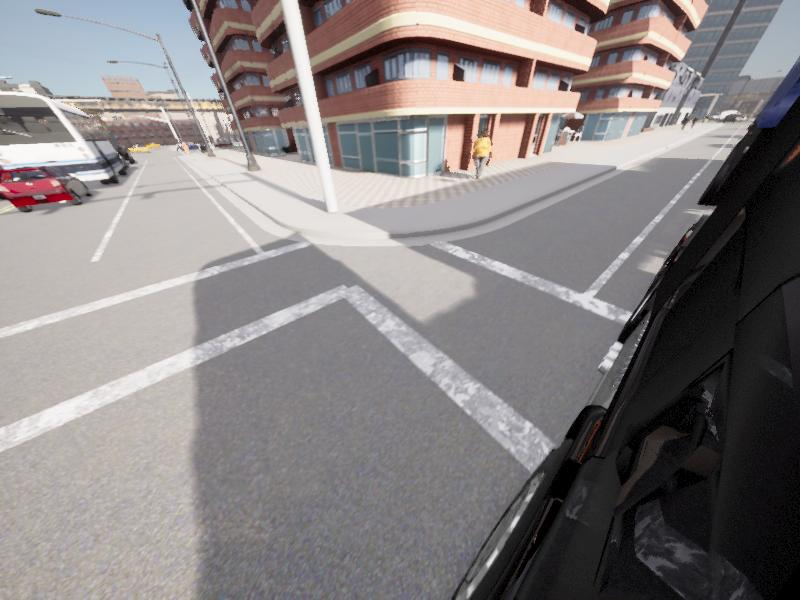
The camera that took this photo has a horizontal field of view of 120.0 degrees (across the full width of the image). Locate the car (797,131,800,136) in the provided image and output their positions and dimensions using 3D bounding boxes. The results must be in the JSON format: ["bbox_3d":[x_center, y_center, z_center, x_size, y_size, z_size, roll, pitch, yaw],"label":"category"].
[{"bbox_3d":[41.183,-17.118,22.354,3.866,1.878,1.905,-28,43,-30],"label":"car"}]

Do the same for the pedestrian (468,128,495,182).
[{"bbox_3d":[3.404,-6.104,9.762,0.751,1.860,0.751,7,38,12],"label":"pedestrian"}]

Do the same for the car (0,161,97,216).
[{"bbox_3d":[-15.654,-5.084,10.249,1.845,1.501,3.633,-29,44,-30],"label":"car"}]

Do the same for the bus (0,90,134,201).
[{"bbox_3d":[-21.252,-9.692,14.525,3.944,4.253,10.273,-29,44,-30],"label":"bus"}]

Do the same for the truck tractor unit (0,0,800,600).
[{"bbox_3d":[2.645,-0.295,0.351,6.516,4.208,3.053,-28,44,-30],"label":"truck tractor unit"}]

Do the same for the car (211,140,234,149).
[{"bbox_3d":[-41.730,-36.724,54.379,3.806,1.475,1.970,-28,44,-29],"label":"car"}]

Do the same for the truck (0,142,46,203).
[{"bbox_3d":[-22.137,-6.527,11.828,2.627,2.467,5.204,-29,44,-30],"label":"truck"}]

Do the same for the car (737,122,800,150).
[{"bbox_3d":[26.915,-12.038,16.913,4.181,1.385,1.994,-28,43,-30],"label":"car"}]

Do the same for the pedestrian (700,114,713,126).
[{"bbox_3d":[61.265,-36.065,46.195,0.751,1.860,0.751,-24,41,-26],"label":"pedestrian"}]

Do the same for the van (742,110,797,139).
[{"bbox_3d":[36.713,-17.540,23.080,4.480,2.038,2.069,-29,44,-30],"label":"van"}]

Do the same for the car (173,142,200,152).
[{"bbox_3d":[-44.998,-32.224,48.665,3.806,1.475,1.970,-28,44,-29],"label":"car"}]

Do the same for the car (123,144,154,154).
[{"bbox_3d":[-56.005,-32.282,49.413,5.366,1.575,1.801,10,38,16],"label":"car"}]

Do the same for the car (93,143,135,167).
[{"bbox_3d":[-33.361,-17.110,27.129,2.150,2.045,5.566,-30,45,-32],"label":"car"}]

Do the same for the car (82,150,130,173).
[{"bbox_3d":[-28.202,-13.467,22.331,2.038,1.542,4.974,-30,44,-31],"label":"car"}]

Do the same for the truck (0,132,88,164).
[{"bbox_3d":[-60.377,-25.587,38.796,8.468,3.827,2.891,-28,43,-30],"label":"truck"}]

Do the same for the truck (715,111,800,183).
[{"bbox_3d":[16.514,-6.830,9.996,6.274,2.098,2.390,-28,43,-30],"label":"truck"}]

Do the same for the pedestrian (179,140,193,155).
[{"bbox_3d":[-32.025,-22.781,34.519,0.751,1.860,0.751,-23,41,-25],"label":"pedestrian"}]

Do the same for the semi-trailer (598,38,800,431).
[{"bbox_3d":[8.713,-3.592,4.217,14.254,4.402,2.717,-28,43,-30],"label":"semi-trailer"}]
